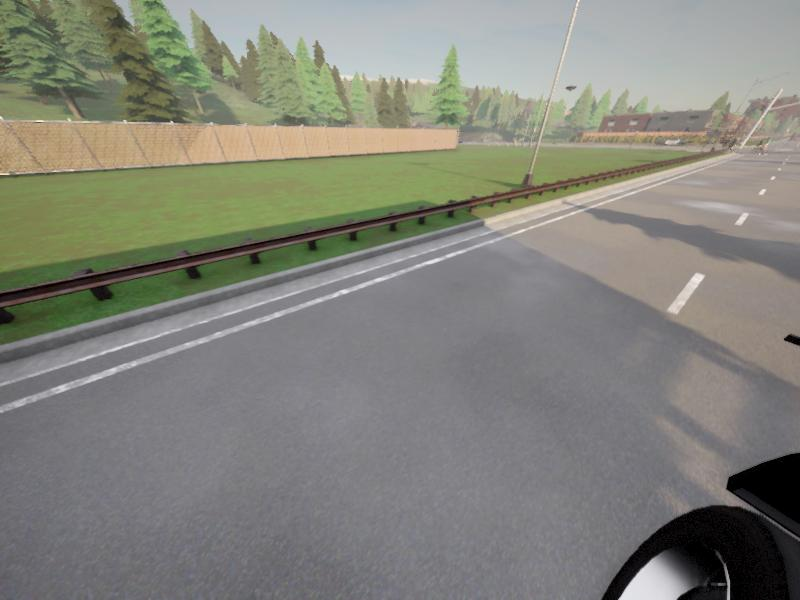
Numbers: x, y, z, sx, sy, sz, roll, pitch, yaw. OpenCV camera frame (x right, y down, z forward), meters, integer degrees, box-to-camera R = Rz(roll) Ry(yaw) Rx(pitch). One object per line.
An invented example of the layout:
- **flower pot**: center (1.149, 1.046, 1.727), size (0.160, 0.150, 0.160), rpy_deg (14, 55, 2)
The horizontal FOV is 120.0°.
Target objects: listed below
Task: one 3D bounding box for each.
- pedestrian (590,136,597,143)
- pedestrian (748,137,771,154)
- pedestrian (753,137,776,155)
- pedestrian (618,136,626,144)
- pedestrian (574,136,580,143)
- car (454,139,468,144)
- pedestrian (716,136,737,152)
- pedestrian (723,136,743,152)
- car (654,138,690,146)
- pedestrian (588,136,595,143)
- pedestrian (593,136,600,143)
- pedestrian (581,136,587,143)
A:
- **pedestrian**: center (58.934, -48.880, 70.383), size (0.751, 1.860, 0.751), rpy_deg (-24, 41, -29)
- **pedestrian**: center (47.911, -20.579, 30.773), size (0.751, 1.860, 0.751), rpy_deg (-20, 39, -25)
- **pedestrian**: center (47.321, -20.021, 29.991), size (0.751, 1.860, 0.751), rpy_deg (-24, 41, -29)
- **pedestrian**: center (63.089, -45.555, 65.635), size (0.751, 1.860, 0.751), rpy_deg (-22, 41, -28)
- **pedestrian**: center (56.459, -51.277, 73.800), size (0.751, 1.860, 0.751), rpy_deg (4, 36, 7)
- **car**: center (21.377, -55.720, 81.129), size (1.816, 1.474, 4.193), rpy_deg (-22, 41, -27)
- **pedestrian**: center (45.446, -21.732, 32.168), size (0.751, 1.860, 0.751), rpy_deg (-17, 38, -22)
- **pedestrian**: center (46.036, -21.614, 31.996), size (0.751, 1.860, 0.751), rpy_deg (-30, 45, -35)
- **car**: center (62.691, -36.501, 53.380), size (2.038, 1.542, 4.974), rpy_deg (-22, 41, -27)
- **pedestrian**: center (58.568, -49.166, 70.791), size (0.751, 1.860, 0.751), rpy_deg (-18, 39, -23)
- **pedestrian**: center (59.405, -48.571, 69.940), size (0.751, 1.860, 0.751), rpy_deg (-21, 40, -27)
- **pedestrian**: center (57.366, -50.063, 72.074), size (0.751, 1.860, 0.751), rpy_deg (-21, 40, -26)
